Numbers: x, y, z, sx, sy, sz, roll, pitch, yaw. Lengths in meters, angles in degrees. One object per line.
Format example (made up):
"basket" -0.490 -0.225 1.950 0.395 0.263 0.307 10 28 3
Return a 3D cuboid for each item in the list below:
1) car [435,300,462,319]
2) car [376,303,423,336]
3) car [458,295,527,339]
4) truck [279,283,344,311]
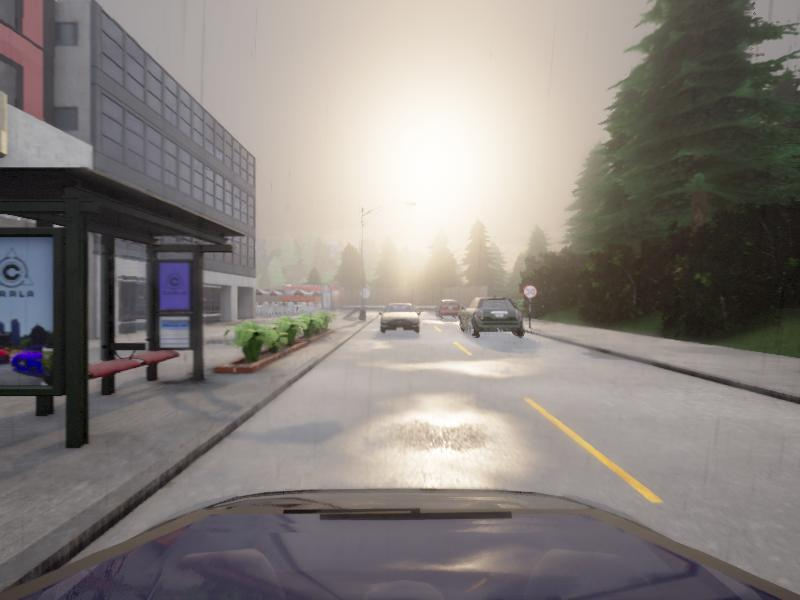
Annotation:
"car" 3.999 0.762 33.575 1.789 1.549 3.705 0 0 0
"car" -0.003 0.863 19.924 2.033 1.411 5.357 0 0 0
"car" 3.999 0.665 18.217 2.097 1.767 4.553 0 0 0
"truck" -12.285 -0.411 56.061 8.468 3.827 2.891 0 0 1
